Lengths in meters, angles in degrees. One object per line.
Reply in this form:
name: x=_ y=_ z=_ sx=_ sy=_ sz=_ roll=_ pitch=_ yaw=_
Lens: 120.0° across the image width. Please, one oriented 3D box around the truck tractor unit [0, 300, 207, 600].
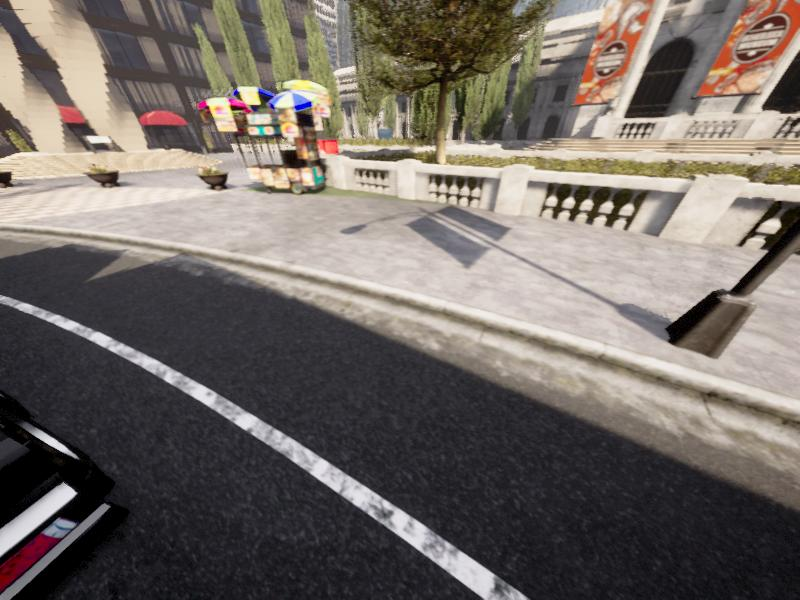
truck tractor unit: x=-5.239 y=-0.147 z=0.572 sx=6.516 sy=4.208 sz=3.053 roll=13 pitch=37 yaw=18
